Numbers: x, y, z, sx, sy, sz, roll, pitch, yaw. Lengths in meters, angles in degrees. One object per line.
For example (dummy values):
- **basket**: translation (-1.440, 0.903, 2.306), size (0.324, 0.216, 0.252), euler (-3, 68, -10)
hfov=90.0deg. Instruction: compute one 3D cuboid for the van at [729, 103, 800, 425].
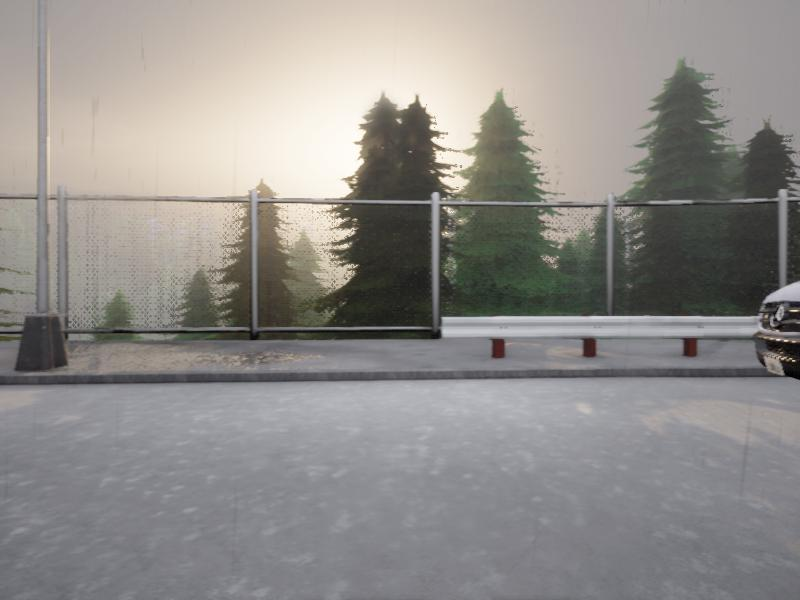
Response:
- **van**: translation (6.113, -0.276, 2.513), size (5.915, 2.561, 1.988), euler (0, -1, 23)
